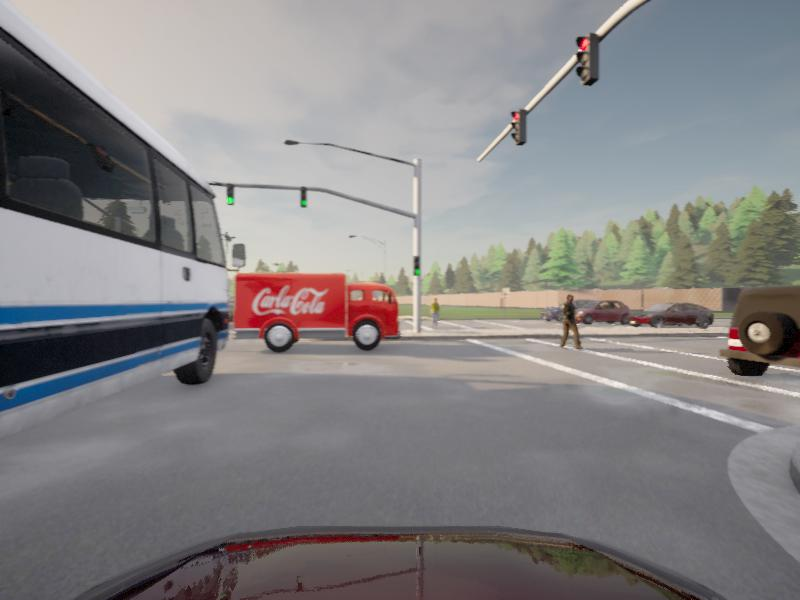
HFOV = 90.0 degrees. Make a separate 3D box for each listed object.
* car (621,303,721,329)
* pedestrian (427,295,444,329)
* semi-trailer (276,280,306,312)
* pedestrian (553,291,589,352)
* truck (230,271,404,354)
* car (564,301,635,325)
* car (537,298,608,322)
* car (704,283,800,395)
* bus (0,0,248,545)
[{"bbox_3d":[16.199,0.910,24.060,4.792,1.488,2.163,0,0,-8],"label":"car"},{"bbox_3d":[2.001,0.672,22.452,0.751,1.860,0.751,0,0,-11],"label":"pedestrian"},{"bbox_3d":[-16.458,-0.557,61.618,2.717,4.402,14.254,0,0,-8],"label":"semi-trailer"},{"bbox_3d":[5.378,0.663,12.601,0.751,1.860,0.751,0,0,-13],"label":"pedestrian"},{"bbox_3d":[-2.616,0.373,13.496,5.204,2.467,2.627,0,0,-7],"label":"truck"},{"bbox_3d":[13.531,0.847,27.239,3.988,1.617,1.851,0,0,-8],"label":"car"},{"bbox_3d":[13.190,0.758,30.721,4.553,1.767,2.097,0,0,-8],"label":"car"},{"bbox_3d":[8.485,0.669,7.841,3.866,1.878,1.905,0,0,-10],"label":"car"},{"bbox_3d":[-4.787,-0.535,3.986,3.944,4.253,10.273,0,0,-8],"label":"bus"}]
